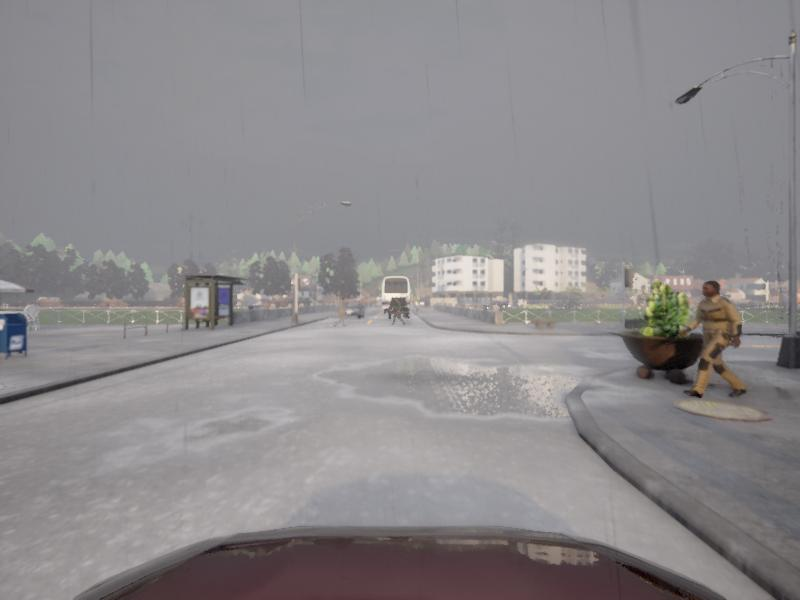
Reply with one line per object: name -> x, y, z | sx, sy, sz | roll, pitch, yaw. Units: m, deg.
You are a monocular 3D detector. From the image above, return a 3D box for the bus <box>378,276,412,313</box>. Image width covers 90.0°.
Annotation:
bus -> -0.518, -0.514, 50.812 | 3.944, 4.253, 10.273 | 0, -1, 0

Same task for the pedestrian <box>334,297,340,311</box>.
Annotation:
pedestrian -> -8.873, 0.563, 56.042 | 0.751, 1.860, 0.751 | 0, 0, -1

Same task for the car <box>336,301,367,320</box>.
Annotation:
car -> -4.126, 0.855, 34.877 | 2.128, 1.511, 4.902 | 0, 0, 1

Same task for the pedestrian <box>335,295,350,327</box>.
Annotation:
pedestrian -> -3.420, 0.650, 23.715 | 0.751, 1.860, 0.751 | 0, 0, 5

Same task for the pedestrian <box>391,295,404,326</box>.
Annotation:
pedestrian -> -0.155, 0.650, 24.476 | 0.751, 1.860, 0.751 | 0, 0, 3

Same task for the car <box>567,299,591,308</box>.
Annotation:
car -> 34.771, 0.687, 77.769 | 3.866, 1.878, 1.905 | 0, 0, 0

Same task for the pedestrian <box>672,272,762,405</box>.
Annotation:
pedestrian -> 4.706, 0.537, 5.986 | 0.751, 1.860, 0.751 | 0, 0, -1

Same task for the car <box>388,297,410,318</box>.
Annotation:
car -> -0.141, 0.663, 36.515 | 1.905, 1.878, 3.866 | 0, -1, -2

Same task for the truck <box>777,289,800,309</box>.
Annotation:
truck -> 79.232, -0.284, 78.060 | 8.468, 3.827, 2.891 | 0, 0, 0
